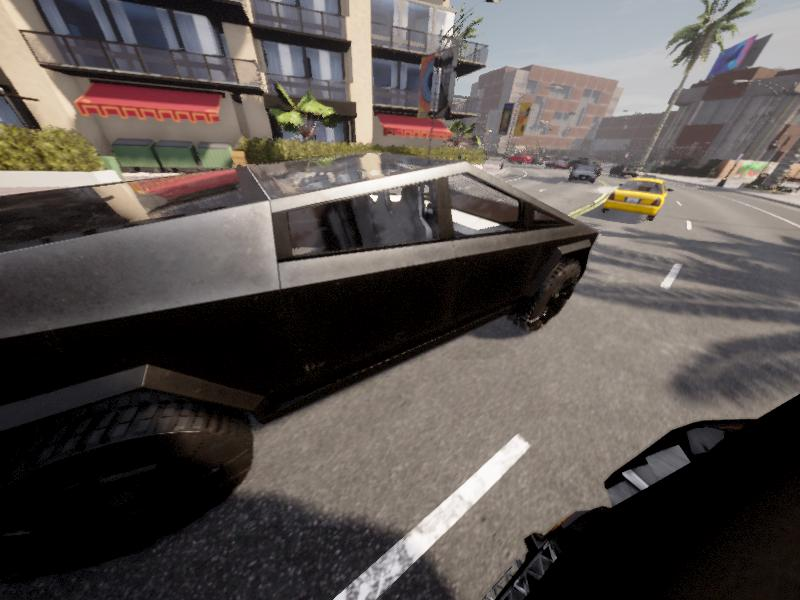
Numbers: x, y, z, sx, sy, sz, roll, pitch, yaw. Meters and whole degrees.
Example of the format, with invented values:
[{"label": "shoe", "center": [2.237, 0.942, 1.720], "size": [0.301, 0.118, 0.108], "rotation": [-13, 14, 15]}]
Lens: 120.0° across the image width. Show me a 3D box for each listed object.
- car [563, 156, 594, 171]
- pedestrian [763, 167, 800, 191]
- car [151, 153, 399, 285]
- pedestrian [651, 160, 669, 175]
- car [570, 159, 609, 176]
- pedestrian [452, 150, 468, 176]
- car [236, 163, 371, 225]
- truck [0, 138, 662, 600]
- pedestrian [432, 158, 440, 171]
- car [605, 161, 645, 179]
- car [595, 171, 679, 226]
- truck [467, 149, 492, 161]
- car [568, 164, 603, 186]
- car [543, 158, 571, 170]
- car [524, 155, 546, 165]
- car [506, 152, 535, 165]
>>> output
[{"label": "car", "center": [30.174, -23.191, 39.186], "size": [1.905, 1.878, 3.866], "rotation": [2, 34, -1]}, {"label": "pedestrian", "center": [34.512, -10.922, 20.868], "size": [0.751, 1.860, 0.751], "rotation": [13, 35, 15]}, {"label": "car", "center": [-2.206, -2.042, 5.102], "size": [3.866, 1.878, 1.905], "rotation": [-19, 39, -29]}, {"label": "pedestrian", "center": [38.702, -19.777, 34.431], "size": [0.751, 1.860, 0.751], "rotation": [9, 34, 10]}, {"label": "car", "center": [25.638, -18.137, 31.482], "size": [2.242, 1.667, 4.611], "rotation": [10, 34, 10]}, {"label": "pedestrian", "center": [5.150, -11.822, 19.998], "size": [0.751, 1.860, 0.751], "rotation": [26, 40, 31]}, {"label": "car", "center": [-3.220, -3.892, 8.166], "size": [3.806, 1.475, 1.970], "rotation": [-20, 40, -30]}, {"label": "truck", "center": [-0.362, -0.405, 2.606], "size": [6.274, 2.098, 2.390], "rotation": [-17, 39, -27]}, {"label": "pedestrian", "center": [3.741, -14.116, 24.034], "size": [0.500, 1.100, 0.500], "rotation": [24, 39, 29]}, {"label": "car", "center": [28.657, -16.667, 29.567], "size": [1.851, 1.617, 3.988], "rotation": [11, 35, 12]}, {"label": "car", "center": [11.012, -4.870, 10.610], "size": [5.366, 1.575, 1.801], "rotation": [-27, 44, -36]}, {"label": "truck", "center": [19.061, -35.029, 55.862], "size": [2.390, 2.098, 6.274], "rotation": [-8, 35, -16]}, {"label": "car", "center": [17.107, -11.724, 21.514], "size": [1.994, 1.385, 4.181], "rotation": [21, 38, 25]}, {"label": "car", "center": [26.696, -23.224, 39.439], "size": [1.994, 1.385, 4.181], "rotation": [2, 34, -1]}, {"label": "car", "center": [28.663, -29.837, 49.314], "size": [1.789, 1.549, 3.705], "rotation": [-6, 35, -13]}, {"label": "car", "center": [25.259, -29.928, 48.754], "size": [2.150, 2.045, 5.566], "rotation": [-6, 35, -13]}]
